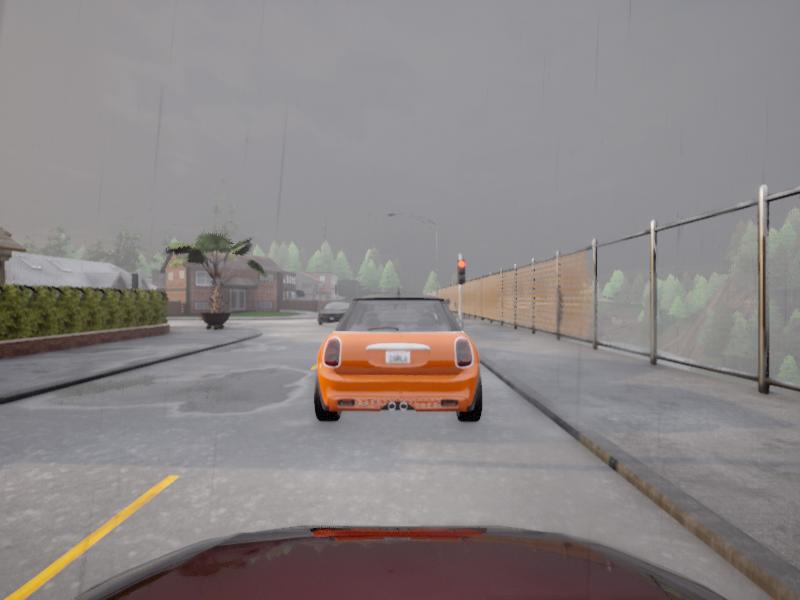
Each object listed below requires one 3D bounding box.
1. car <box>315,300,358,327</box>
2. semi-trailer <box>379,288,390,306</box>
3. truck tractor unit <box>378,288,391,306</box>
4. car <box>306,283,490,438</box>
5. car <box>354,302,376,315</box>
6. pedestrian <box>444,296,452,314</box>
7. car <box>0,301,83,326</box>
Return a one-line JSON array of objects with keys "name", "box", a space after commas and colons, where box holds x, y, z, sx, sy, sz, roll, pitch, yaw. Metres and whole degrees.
[{"name": "car", "box": [-3.875, 0.806, 25.334, 1.882, 1.535, 5.008, 0, 0, 0]}, {"name": "semi-trailer", "box": [-3.892, -0.687, 103.962, 2.717, 4.402, 14.254, 0, 0, -1]}, {"name": "truck tractor unit", "box": [-3.739, -0.587, 96.049, 3.053, 4.208, 6.516, 0, 0, -2]}, {"name": "car", "box": [-0.001, 0.690, 6.836, 2.097, 1.767, 4.553, 0, 0, 1]}, {"name": "car", "box": [-3.792, 0.878, 43.946, 1.994, 1.385, 4.181, 0, 0, 0]}, {"name": "pedestrian", "box": [4.923, 0.506, 41.209, 0.751, 1.860, 0.751, 0, 0, 0]}, {"name": "car", "box": [-22.932, 0.807, 24.854, 5.008, 1.535, 1.882, 0, 0, 1]}]
